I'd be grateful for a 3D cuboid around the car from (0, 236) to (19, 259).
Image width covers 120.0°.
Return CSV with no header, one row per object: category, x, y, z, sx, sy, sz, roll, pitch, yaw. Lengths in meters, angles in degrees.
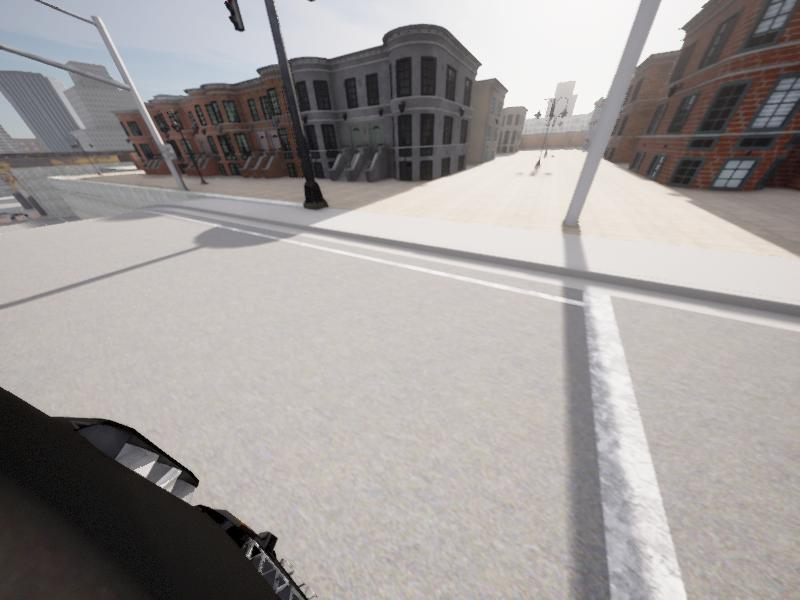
car,-33.029,-4.230,18.400,4.605,1.855,1.932,4,32,33
